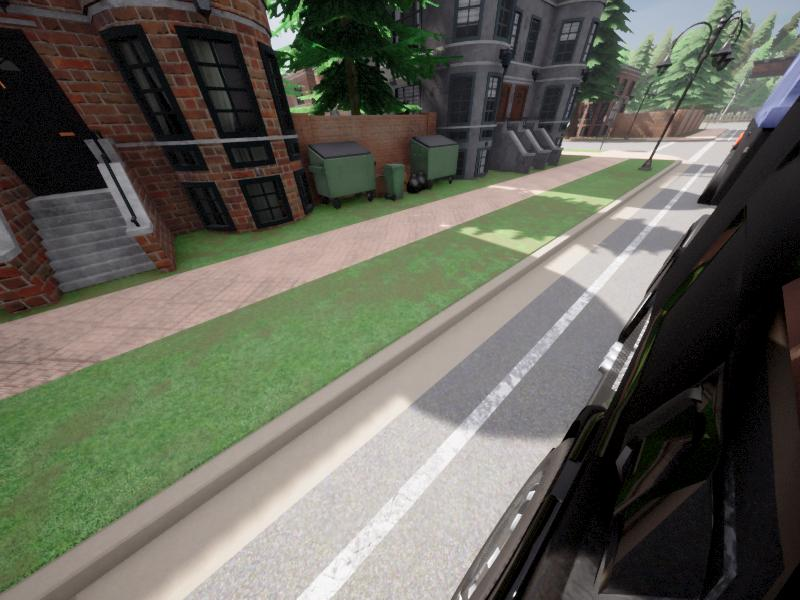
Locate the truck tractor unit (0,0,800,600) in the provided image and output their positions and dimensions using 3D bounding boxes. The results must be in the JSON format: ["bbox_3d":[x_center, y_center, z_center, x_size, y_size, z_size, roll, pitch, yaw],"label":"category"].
[{"bbox_3d":[2.645,-0.295,0.351,6.516,4.208,3.053,-28,44,-30],"label":"truck tractor unit"}]

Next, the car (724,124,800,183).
[{"bbox_3d":[16.111,-6.404,9.844,5.238,1.638,1.930,-28,44,-30],"label":"car"}]

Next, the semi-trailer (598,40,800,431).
[{"bbox_3d":[8.695,-3.608,4.231,14.254,4.402,2.717,-28,44,-30],"label":"semi-trailer"}]

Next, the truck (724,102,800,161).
[{"bbox_3d":[21.917,-9.852,13.381,5.204,2.467,2.627,-28,44,-30],"label":"truck"}]
